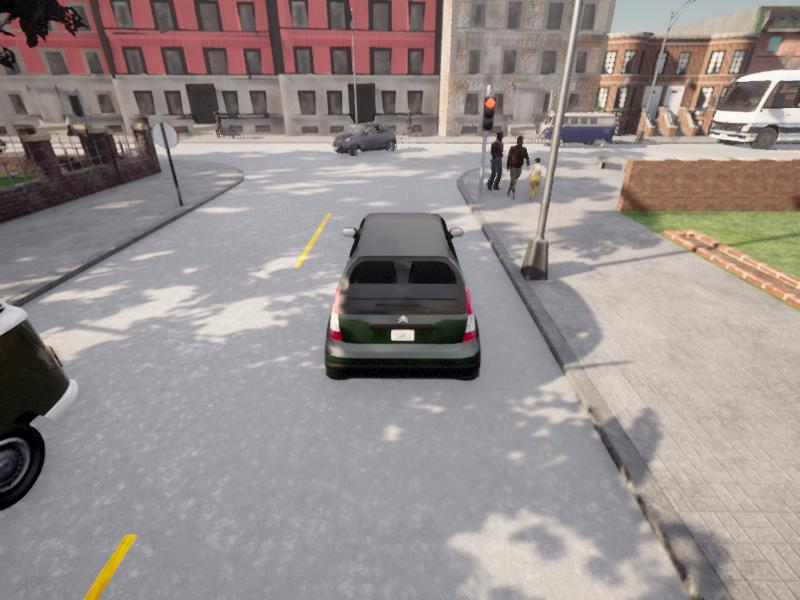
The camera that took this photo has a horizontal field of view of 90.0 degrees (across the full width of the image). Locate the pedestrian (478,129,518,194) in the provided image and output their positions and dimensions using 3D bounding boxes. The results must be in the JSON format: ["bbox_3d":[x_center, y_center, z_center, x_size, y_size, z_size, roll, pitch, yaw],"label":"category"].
[{"bbox_3d":[3.133,-4.454,12.888,0.751,1.860,0.751,-15,31,-27],"label":"pedestrian"}]

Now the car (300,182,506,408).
[{"bbox_3d":[0.042,-0.470,5.736,1.851,1.617,3.988,0,27,0],"label":"car"}]

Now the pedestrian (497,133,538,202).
[{"bbox_3d":[3.438,-3.913,11.840,0.751,1.860,0.751,-2,27,-3],"label":"pedestrian"}]

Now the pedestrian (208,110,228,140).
[{"bbox_3d":[-12.765,-12.268,28.068,0.751,1.860,0.751,0,27,0],"label":"pedestrian"}]

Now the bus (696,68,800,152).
[{"bbox_3d":[25.013,-11.437,24.113,10.273,4.253,3.944,0,27,1],"label":"bus"}]

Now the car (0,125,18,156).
[{"bbox_3d":[-24.238,-8.606,21.645,4.892,1.490,1.837,0,27,0],"label":"car"}]

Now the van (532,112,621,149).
[{"bbox_3d":[10.797,-10.536,24.844,4.442,1.987,1.775,0,27,0],"label":"van"}]

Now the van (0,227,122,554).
[{"bbox_3d":[-3.993,1.327,1.778,2.069,2.038,4.480,0,27,1],"label":"van"}]

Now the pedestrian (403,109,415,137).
[{"bbox_3d":[0.658,-13.089,29.656,0.751,1.860,0.751,-3,27,-6],"label":"pedestrian"}]

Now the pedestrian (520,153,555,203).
[{"bbox_3d":[4.073,-3.637,11.916,0.751,1.300,0.751,6,28,12],"label":"pedestrian"}]

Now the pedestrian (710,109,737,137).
[{"bbox_3d":[23.993,-13.110,29.693,0.751,1.860,0.751,3,27,5],"label":"pedestrian"}]

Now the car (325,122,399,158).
[{"bbox_3d":[-2.032,-8.929,22.224,3.633,1.501,1.845,-22,33,-35],"label":"car"}]
